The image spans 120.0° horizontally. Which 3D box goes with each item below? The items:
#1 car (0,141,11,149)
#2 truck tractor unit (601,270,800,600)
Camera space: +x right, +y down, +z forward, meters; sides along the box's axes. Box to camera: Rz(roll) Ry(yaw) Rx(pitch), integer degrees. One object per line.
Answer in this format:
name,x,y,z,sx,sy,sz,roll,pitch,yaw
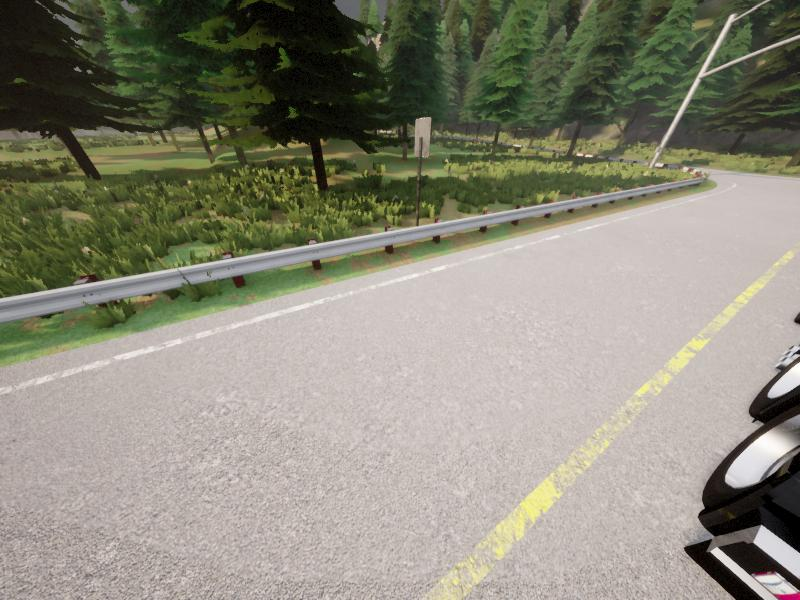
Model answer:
car,-95.236,-35.719,53.333,5.008,1.535,1.882,-18,39,-25
truck tractor unit,5.120,-0.292,0.767,6.516,4.208,3.053,-18,39,-24
